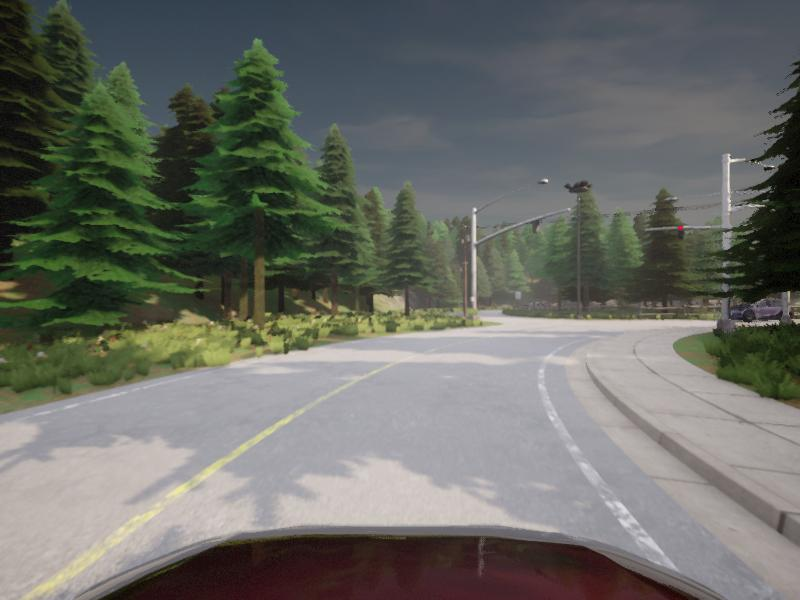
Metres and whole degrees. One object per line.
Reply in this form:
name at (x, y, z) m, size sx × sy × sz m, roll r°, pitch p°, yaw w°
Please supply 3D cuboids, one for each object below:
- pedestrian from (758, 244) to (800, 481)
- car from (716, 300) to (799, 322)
pedestrian at (3.524, 0.491, 3.146) m, size 0.751 × 1.860 × 0.751 m, roll 0°, pitch 0°, yaw 5°
car at (27.644, 0.834, 31.033) m, size 4.856 × 1.649 × 2.033 m, roll 0°, pitch 0°, yaw -4°
